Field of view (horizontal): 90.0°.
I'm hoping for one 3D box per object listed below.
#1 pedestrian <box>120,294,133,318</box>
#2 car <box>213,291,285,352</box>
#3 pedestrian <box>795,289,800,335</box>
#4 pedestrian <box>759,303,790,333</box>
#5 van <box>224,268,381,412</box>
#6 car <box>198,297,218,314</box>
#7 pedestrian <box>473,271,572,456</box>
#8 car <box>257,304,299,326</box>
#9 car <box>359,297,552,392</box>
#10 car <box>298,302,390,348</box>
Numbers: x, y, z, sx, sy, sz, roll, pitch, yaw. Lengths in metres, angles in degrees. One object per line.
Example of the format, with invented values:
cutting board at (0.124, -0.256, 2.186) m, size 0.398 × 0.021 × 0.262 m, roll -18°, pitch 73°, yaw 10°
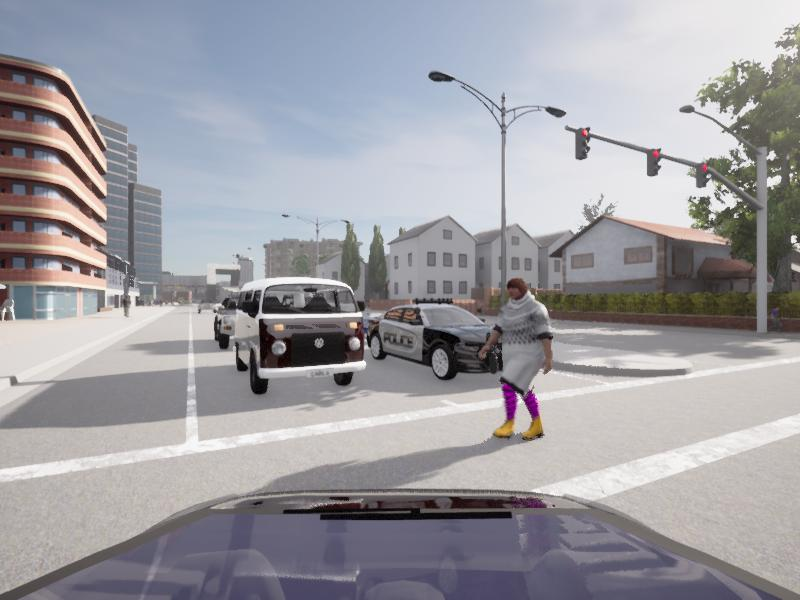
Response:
pedestrian at (-21.357, 0.485, 31.259) m, size 0.751 × 1.860 × 0.751 m, roll 0°, pitch 0°, yaw -30°
car at (-5.661, 0.653, 14.604) m, size 1.932 × 1.855 × 4.605 m, roll 0°, pitch 0°, yaw -28°
pedestrian at (16.775, 0.492, 16.285) m, size 0.751 × 1.860 × 0.751 m, roll 0°, pitch 0°, yaw -17°
pedestrian at (16.385, 0.773, 17.524) m, size 0.751 × 1.300 × 0.751 m, roll 0°, pitch 0°, yaw -21°
van at (-2.275, 0.571, 8.144) m, size 2.069 × 2.038 × 4.480 m, roll 0°, pitch 0°, yaw -28°
car at (-22.572, 0.654, 46.847) m, size 1.932 × 1.855 × 4.605 m, roll 0°, pitch 0°, yaw -28°
pedestrian at (1.353, 0.637, 4.500) m, size 0.751 × 1.860 × 0.751 m, roll 0°, pitch 0°, yaw -23°
car at (-8.424, 0.944, 27.403) m, size 1.895 × 1.301 × 4.718 m, roll 0°, pitch 0°, yaw -28°
car at (0.898, 0.771, 9.701) m, size 1.930 × 1.638 × 5.238 m, roll 0°, pitch 0°, yaw -28°
car at (-2.416, 0.851, 15.947) m, size 2.163 × 1.488 × 4.792 m, roll 0°, pitch 0°, yaw -28°
